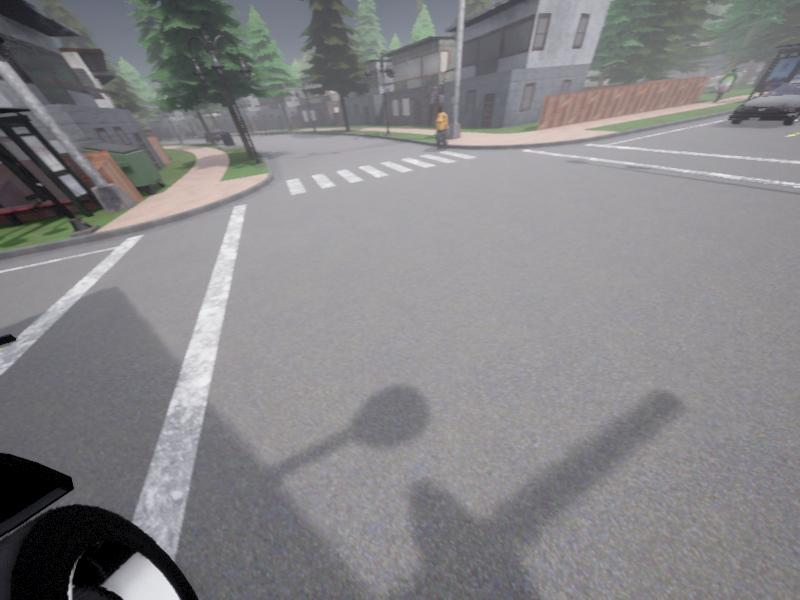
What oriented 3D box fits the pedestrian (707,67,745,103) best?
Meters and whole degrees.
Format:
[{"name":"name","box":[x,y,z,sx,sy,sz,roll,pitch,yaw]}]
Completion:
[{"name":"pedestrian","box":[23.789,-15.693,16.886,0.751,1.860,0.751,-33,47,-28]}]

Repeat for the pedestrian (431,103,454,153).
[{"name":"pedestrian","box":[2.052,-8.425,11.375,0.751,1.860,0.751,-23,43,-18]}]

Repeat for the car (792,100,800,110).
[{"name":"car","box":[24.608,-11.417,12.250,5.027,1.651,2.152,-19,42,-14]}]

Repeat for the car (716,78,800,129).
[{"name":"car","box":[17.947,-9.066,10.529,5.357,1.411,2.033,-19,42,-14]}]

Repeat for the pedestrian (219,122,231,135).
[{"name":"pedestrian","box":[-30.795,-30.195,40.710,0.751,1.860,0.751,-35,48,-29]}]

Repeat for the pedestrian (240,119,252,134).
[{"name":"pedestrian","box":[-26.563,-30.013,39.967,0.751,1.860,0.751,13,44,21]}]

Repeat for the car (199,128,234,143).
[{"name":"car","box":[-25.488,-22.858,32.126,4.181,1.385,1.994,20,47,27]}]
